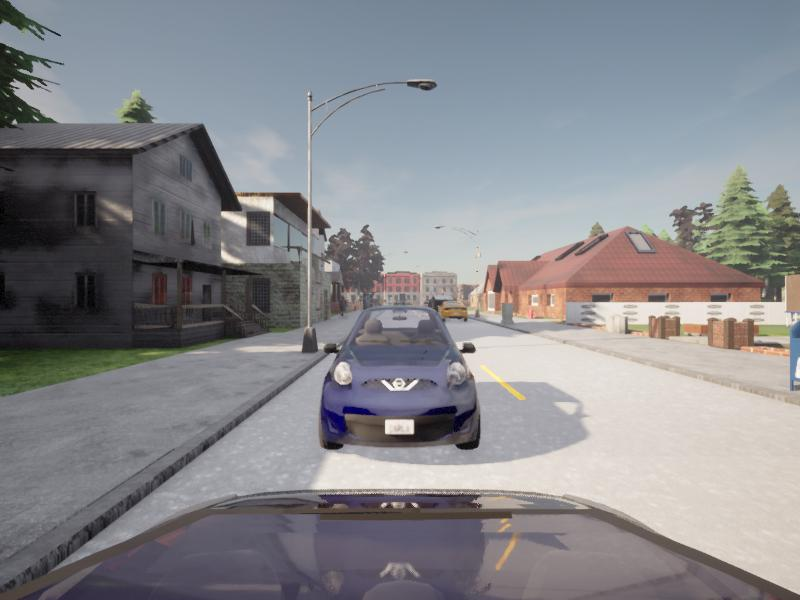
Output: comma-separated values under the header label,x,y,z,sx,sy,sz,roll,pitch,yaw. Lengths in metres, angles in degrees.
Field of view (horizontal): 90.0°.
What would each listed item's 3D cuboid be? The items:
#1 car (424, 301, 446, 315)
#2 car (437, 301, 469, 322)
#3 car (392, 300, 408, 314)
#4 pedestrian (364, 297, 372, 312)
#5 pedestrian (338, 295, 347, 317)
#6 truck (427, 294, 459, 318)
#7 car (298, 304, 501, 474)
label,x,y,z,sx,sy,sz,roll,pitch,yaw
car,3.980,0.836,46.133,2.128,1.511,4.902,0,0,0
car,3.994,0.823,30.931,1.882,1.535,5.008,0,0,0
car,-0.009,0.788,47.905,1.851,1.617,3.988,0,0,0
pedestrian,-3.898,0.533,49.183,0.751,1.860,0.751,0,0,13
pedestrian,-5.080,0.533,35.501,0.751,1.860,0.751,0,0,-5
truck,3.990,0.542,38.397,2.390,2.098,6.274,0,0,0
car,-0.005,0.826,5.452,1.845,1.501,3.633,0,0,0
